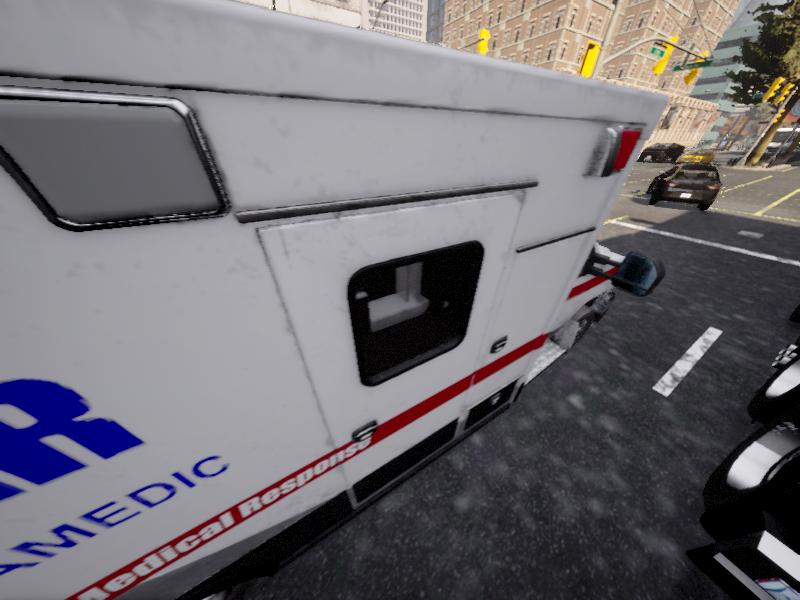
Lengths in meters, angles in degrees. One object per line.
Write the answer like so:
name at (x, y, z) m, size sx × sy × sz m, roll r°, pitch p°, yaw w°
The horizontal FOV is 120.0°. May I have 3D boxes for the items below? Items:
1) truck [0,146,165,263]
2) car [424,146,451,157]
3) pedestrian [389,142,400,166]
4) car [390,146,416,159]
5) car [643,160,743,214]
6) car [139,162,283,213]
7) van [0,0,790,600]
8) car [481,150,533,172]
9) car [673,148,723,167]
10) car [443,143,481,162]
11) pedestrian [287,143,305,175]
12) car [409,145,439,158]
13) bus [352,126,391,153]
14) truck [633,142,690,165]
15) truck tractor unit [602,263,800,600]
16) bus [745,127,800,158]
truck at (-10.042, -2.057, 5.039) m, size 6.274 × 2.098 × 2.390 m, roll -18°, pitch 39°, yaw -24°
car at (6.058, -24.401, 37.967) m, size 1.895 × 1.301 × 4.718 m, roll -18°, pitch 39°, yaw -25°
pedestrian at (-0.497, -13.729, 21.781) m, size 0.751 × 1.860 × 0.751 m, roll -29°, pitch 45°, yaw -36°
car at (0.353, -22.144, 34.549) m, size 1.812 × 1.442 × 4.674 m, roll -18°, pitch 39°, yaw -25°
car at (12.491, -5.161, 10.224) m, size 1.816 × 1.474 × 4.193 m, roll 25°, pitch 42°, yaw 31°
car at (-7.517, -4.892, 9.769) m, size 4.181 × 1.385 × 1.994 m, roll -18°, pitch 39°, yaw -25°
van at (-0.414, -0.054, 1.949) m, size 6.366 × 2.431 × 2.351 m, roll -18°, pitch 39°, yaw -24°
car at (9.753, -12.944, 21.380) m, size 1.970 × 1.475 × 3.806 m, roll -18°, pitch 39°, yaw -25°
car at (33.335, -15.979, 25.843) m, size 5.366 × 1.575 × 1.801 m, roll -18°, pitch 39°, yaw -24°
car at (7.809, -18.968, 29.666) m, size 1.932 × 1.855 × 4.605 m, roll -18°, pitch 39°, yaw -25°
pedestrian at (-7.327, -10.002, 16.371) m, size 0.751 × 1.860 × 0.751 m, roll -10°, pitch 36°, yaw -15°
car at (3.624, -22.924, 35.626) m, size 2.038 × 1.542 × 4.974 m, roll -18°, pitch 39°, yaw -25°
bus at (-6.213, -33.899, 48.927) m, size 3.944 × 4.253 × 10.273 m, roll -18°, pitch 39°, yaw -25°
truck at (32.343, -18.180, 28.542) m, size 6.274 × 2.098 × 2.390 m, roll -18°, pitch 39°, yaw -24°
truck tractor unit at (5.105, -0.308, 0.780) m, size 6.516 × 4.208 × 3.053 m, roll -19°, pitch 39°, yaw -24°
bus at (68.675, -28.555, 41.861) m, size 10.273 × 4.253 × 3.944 m, roll -18°, pitch 39°, yaw -25°
